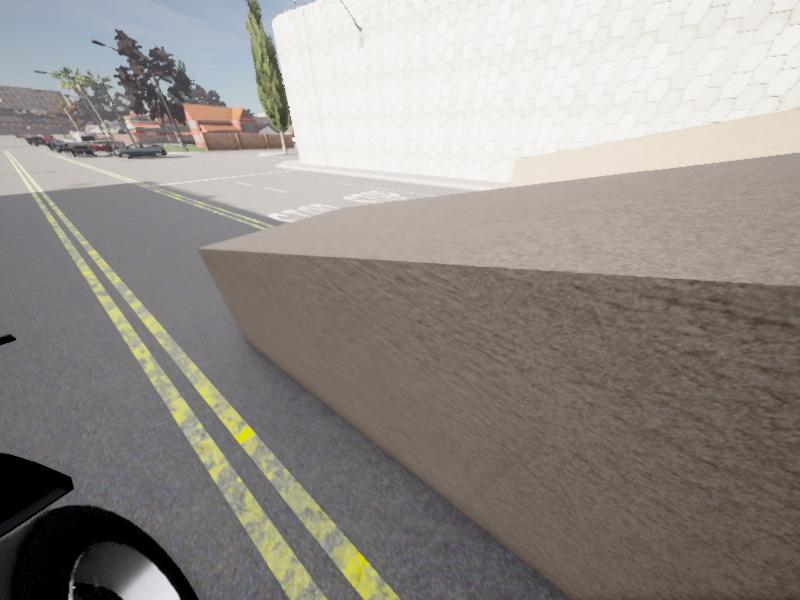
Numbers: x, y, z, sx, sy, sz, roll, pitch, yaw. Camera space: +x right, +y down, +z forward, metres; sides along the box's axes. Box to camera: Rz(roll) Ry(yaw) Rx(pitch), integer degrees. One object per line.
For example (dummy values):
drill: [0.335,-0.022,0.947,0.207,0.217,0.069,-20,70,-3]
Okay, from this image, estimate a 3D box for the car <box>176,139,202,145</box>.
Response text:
car: [-59.879,-44.932,65.699,1.837,1.490,4.892,21,40,27]

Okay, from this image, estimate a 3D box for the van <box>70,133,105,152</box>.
van: [-53.814,-27.225,39.766,5.915,2.561,1.988,22,41,28]

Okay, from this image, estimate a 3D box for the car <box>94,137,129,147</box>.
car: [-68.447,-37.627,54.939,1.932,1.855,4.605,21,40,27]

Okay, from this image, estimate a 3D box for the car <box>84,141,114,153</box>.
car: [-48.075,-24.470,36.837,3.806,1.475,1.970,22,41,28]

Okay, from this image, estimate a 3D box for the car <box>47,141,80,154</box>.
car: [-51.384,-23.299,35.219,5.357,1.411,2.033,22,41,28]

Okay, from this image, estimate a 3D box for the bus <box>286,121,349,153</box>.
bus: [-14.706,-30.007,42.589,3.944,4.253,10.273,22,41,27]

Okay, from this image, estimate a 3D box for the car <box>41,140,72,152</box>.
car: [-57.435,-25.825,38.639,4.902,1.511,2.128,22,41,28]

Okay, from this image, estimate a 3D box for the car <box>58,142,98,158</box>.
car: [-40.482,-18.936,29.055,4.892,1.490,1.837,21,40,26]

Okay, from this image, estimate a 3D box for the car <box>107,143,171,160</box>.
car: [-30.036,-17.329,26.848,4.514,1.525,2.007,-23,42,-30]

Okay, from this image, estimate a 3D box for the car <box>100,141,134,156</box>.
car: [-38.735,-20.777,31.618,3.705,1.549,1.789,19,39,26]
